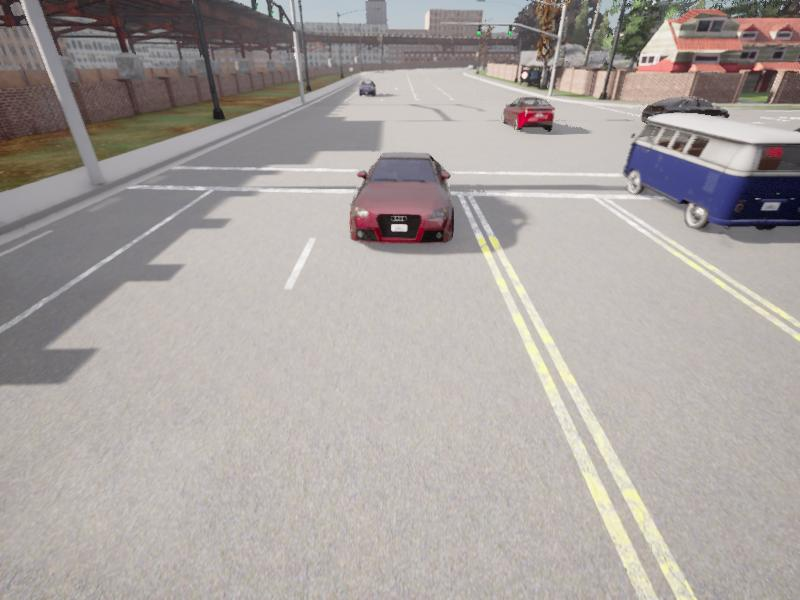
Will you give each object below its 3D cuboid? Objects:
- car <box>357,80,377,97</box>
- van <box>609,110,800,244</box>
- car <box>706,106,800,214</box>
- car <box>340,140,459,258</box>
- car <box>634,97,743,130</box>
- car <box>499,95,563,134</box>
[{"bbox_3d":[-3.528,-23.109,43.632,1.845,1.501,3.633,0,31,0],"label":"car"},{"bbox_3d":[6.995,-3.093,9.284,1.775,1.987,4.442,0,30,0],"label":"van"},{"bbox_3d":[10.490,-3.194,9.390,2.150,2.045,5.566,0,30,0],"label":"car"},{"bbox_3d":[0.092,-2.454,8.804,1.994,1.385,4.181,1,30,3],"label":"car"},{"bbox_3d":[15.941,-10.403,22.209,4.892,1.490,1.837,-8,29,-14],"label":"car"},{"bbox_3d":[6.986,-10.241,21.905,2.007,1.525,4.514,0,30,0],"label":"car"}]
